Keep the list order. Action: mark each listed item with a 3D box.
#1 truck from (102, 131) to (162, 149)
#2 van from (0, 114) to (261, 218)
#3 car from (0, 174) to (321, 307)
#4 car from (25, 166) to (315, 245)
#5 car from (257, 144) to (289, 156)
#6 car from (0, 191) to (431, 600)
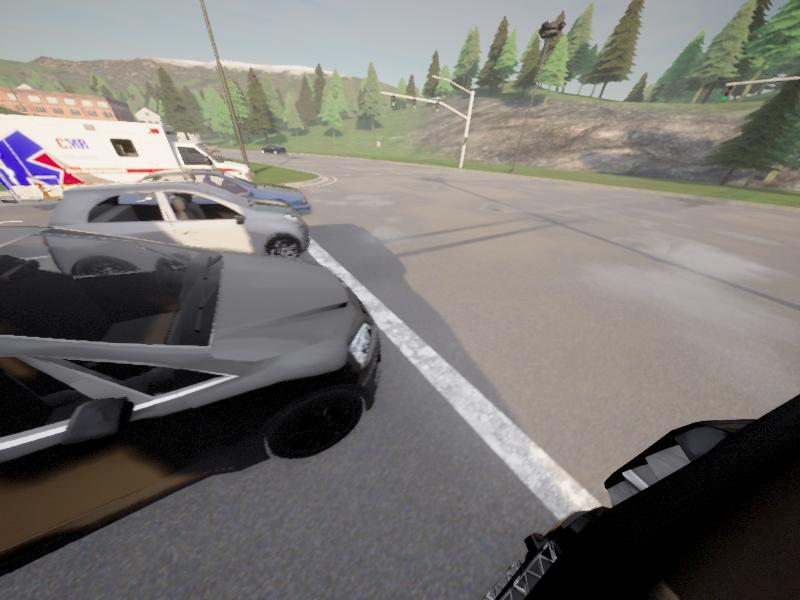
[{"bbox_3d":[-45.267,-27.080,39.219,6.274,2.098,2.390,-1,33,-6],"label":"truck"},{"bbox_3d":[-9.018,-4.787,8.243,6.366,2.431,2.351,-17,39,-27],"label":"van"},{"bbox_3d":[-3.715,-1.445,4.445,3.633,1.501,1.845,-17,38,-27],"label":"car"},{"bbox_3d":[-5.634,-3.062,6.848,5.357,1.411,2.033,-18,39,-28],"label":"car"},{"bbox_3d":[-22.066,-26.111,40.133,4.892,1.490,1.837,14,34,17],"label":"car"},{"bbox_3d":[-2.411,0.420,1.614,4.611,1.667,2.242,-16,38,-26],"label":"car"}]
